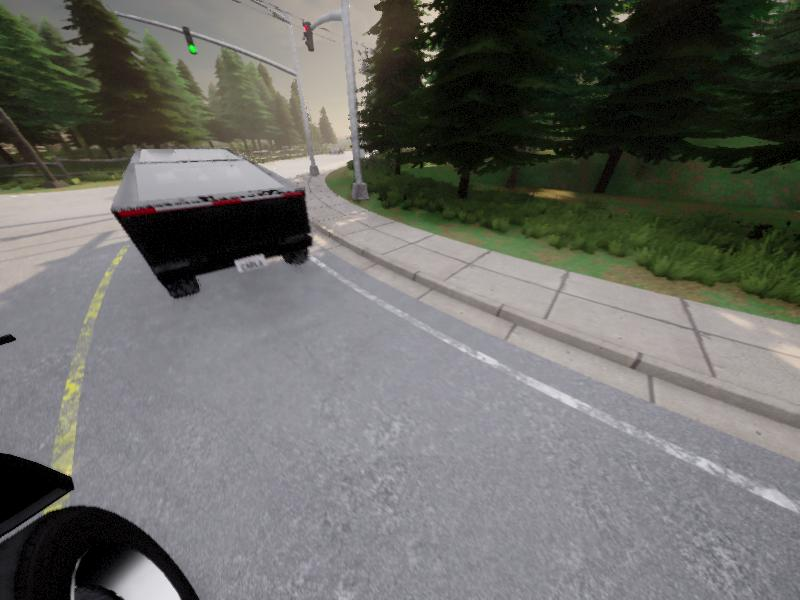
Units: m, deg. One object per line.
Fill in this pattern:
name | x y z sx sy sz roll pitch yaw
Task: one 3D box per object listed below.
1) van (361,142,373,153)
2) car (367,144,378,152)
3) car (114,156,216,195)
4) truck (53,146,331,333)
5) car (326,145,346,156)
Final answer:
van | -7.463 -34.823 52.685 1.775 1.987 4.442 3 35 4
car | -6.857 -38.130 57.932 1.837 1.490 4.892 4 35 5
car | -12.386 -6.926 12.658 1.994 1.385 4.181 -7 36 -11
truck | -4.328 -2.192 5.285 2.390 2.098 6.274 -26 43 -33
car | -11.902 -28.107 43.281 2.128 1.511 4.902 3 35 3
